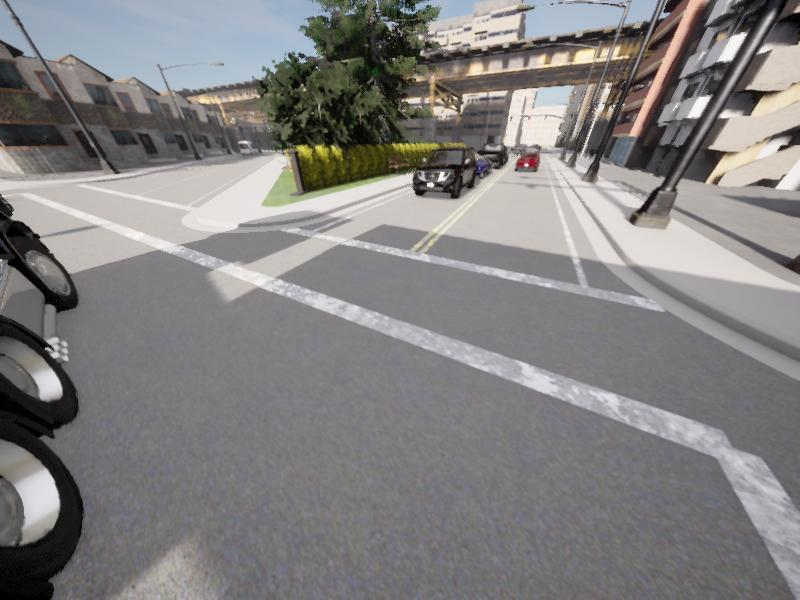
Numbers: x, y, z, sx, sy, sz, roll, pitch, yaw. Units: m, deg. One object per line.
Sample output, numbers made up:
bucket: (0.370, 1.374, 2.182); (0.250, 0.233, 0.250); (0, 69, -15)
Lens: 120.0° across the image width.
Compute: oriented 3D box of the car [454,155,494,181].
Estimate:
car: (5.763, -10.266, 17.795); (1.895, 1.301, 4.718); (15, 37, 21)

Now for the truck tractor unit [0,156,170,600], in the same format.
truck tractor unit: (-4.918, -0.455, 1.018); (6.516, 4.208, 3.053); (26, 42, 32)

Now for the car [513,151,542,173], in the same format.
car: (11.923, -12.980, 21.556); (1.812, 1.442, 4.674); (15, 38, 21)

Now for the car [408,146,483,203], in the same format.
car: (2.555, -6.830, 12.154); (2.150, 2.045, 5.566); (15, 37, 21)

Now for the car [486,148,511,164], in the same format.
car: (12.430, -18.122, 29.017); (2.163, 1.488, 4.792); (15, 37, 21)

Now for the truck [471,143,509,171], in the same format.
truck: (9.305, -14.706, 23.523); (2.390, 2.098, 6.274); (15, 37, 22)

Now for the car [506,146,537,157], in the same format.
car: (21.472, -26.376, 40.932); (4.902, 1.511, 2.128); (-18, 38, -24)

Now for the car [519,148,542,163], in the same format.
car: (16.757, -18.661, 29.757); (2.163, 1.488, 4.792); (14, 37, 20)
